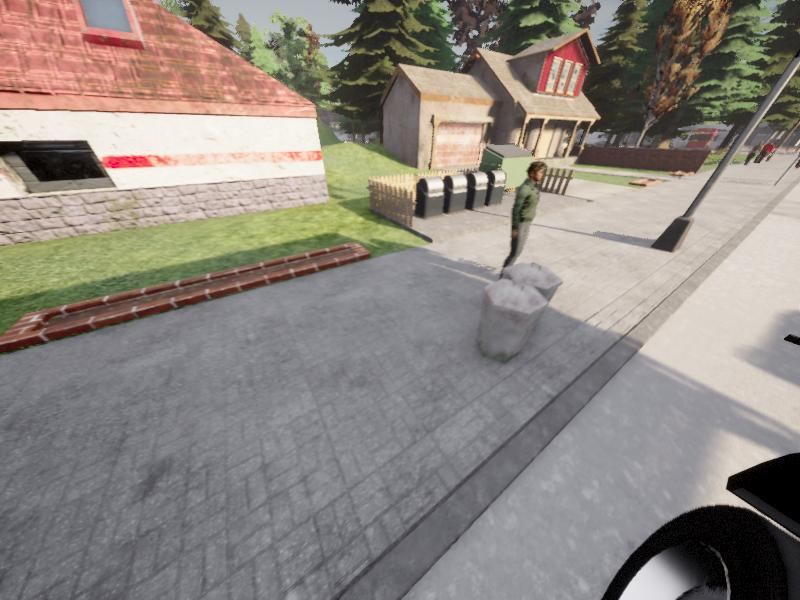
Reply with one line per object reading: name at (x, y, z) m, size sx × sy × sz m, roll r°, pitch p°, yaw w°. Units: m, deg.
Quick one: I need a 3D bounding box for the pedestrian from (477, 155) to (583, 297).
pedestrian at (1.901, -1.116, 3.595) m, size 0.751 × 1.860 × 0.751 m, roll 29°, pitch 44°, yaw 34°

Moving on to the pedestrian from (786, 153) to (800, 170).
pedestrian at (29.993, -10.668, 17.009) m, size 0.751 × 1.860 × 0.751 m, roll -20°, pitch 40°, yaw -26°

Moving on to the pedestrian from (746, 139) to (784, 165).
pedestrian at (31.311, -12.705, 19.854) m, size 0.751 × 1.860 × 0.751 m, roll -13°, pitch 38°, yaw -17°

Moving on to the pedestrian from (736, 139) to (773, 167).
pedestrian at (28.546, -11.826, 18.618) m, size 0.751 × 1.860 × 0.751 m, roll -19°, pitch 40°, yaw -25°

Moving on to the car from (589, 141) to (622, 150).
car at (42.728, -32.253, 48.095) m, size 1.812 × 1.442 × 4.674 m, roll -20°, pitch 40°, yaw -26°

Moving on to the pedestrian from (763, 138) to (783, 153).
pedestrian at (56.308, -23.310, 34.905) m, size 0.751 × 1.860 × 0.751 m, roll -20°, pitch 40°, yaw -26°

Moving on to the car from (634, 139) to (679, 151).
car at (47.012, -28.584, 42.469) m, size 2.152 × 1.651 × 5.027 m, roll -20°, pitch 40°, yaw -26°
